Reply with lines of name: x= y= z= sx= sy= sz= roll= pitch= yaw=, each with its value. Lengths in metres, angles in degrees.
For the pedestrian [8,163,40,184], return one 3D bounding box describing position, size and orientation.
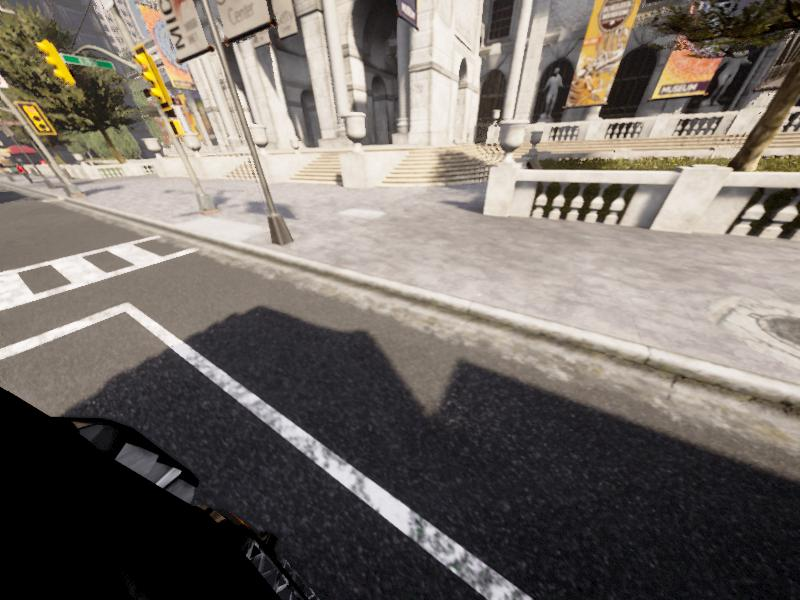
pedestrian: x=-37.952 y=-12.780 z=23.341 sx=0.751 sy=1.860 sz=0.751 roll=-27 pitch=41 yaw=-32
